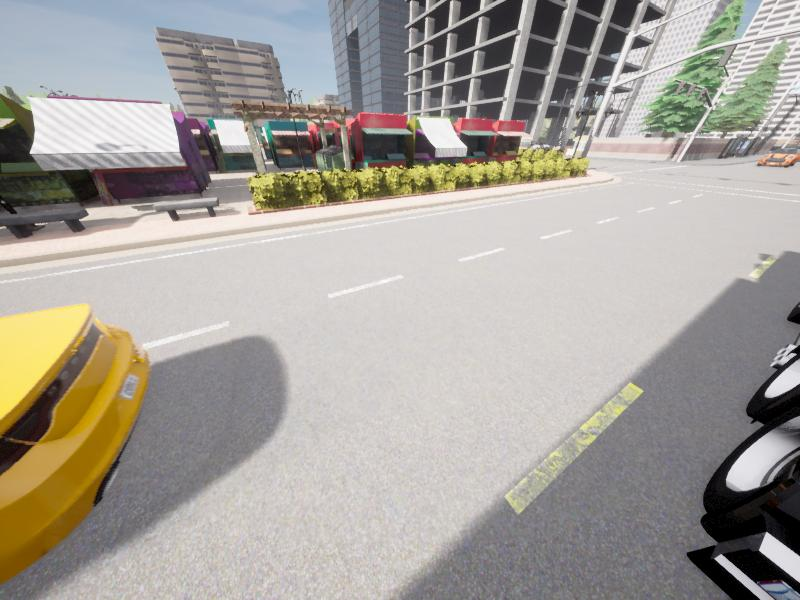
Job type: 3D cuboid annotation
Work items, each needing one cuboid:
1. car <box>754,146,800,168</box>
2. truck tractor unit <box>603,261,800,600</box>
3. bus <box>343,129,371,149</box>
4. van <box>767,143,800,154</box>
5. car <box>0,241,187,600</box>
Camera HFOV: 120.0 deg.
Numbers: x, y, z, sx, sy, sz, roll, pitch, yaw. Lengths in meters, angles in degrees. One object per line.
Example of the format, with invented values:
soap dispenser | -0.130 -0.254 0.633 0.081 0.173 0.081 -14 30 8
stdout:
car | 41.584 -15.606 25.138 4.553 1.767 2.097 -18 39 -24
truck tractor unit | 5.104 -0.308 0.788 6.516 4.208 3.053 -19 39 -24
bus | -12.028 -44.639 64.127 3.944 4.253 10.273 -18 39 -24
van | 88.839 -34.797 52.868 1.775 1.987 4.442 -17 39 -24
car | -4.327 1.310 0.736 5.008 1.535 1.882 -19 39 -26
